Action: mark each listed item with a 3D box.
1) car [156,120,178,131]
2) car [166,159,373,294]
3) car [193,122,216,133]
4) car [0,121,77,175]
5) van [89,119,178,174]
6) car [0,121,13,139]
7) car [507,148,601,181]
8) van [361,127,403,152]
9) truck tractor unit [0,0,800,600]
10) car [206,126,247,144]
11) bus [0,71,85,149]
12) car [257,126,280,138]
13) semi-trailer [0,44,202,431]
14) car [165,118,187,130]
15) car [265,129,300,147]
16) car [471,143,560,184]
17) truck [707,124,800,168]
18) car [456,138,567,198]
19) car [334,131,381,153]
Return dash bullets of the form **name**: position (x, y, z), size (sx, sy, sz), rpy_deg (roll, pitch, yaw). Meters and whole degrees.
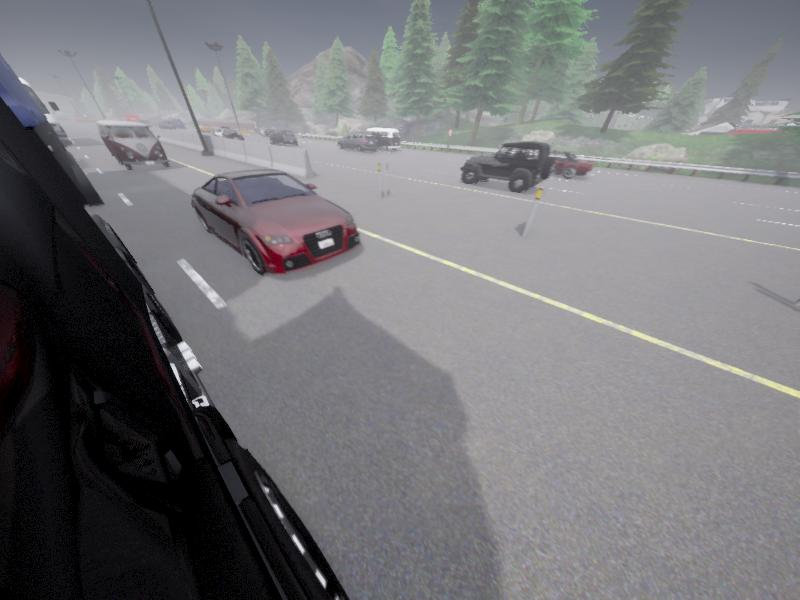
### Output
- **car**: position (-52.110, -39.011, 51.658), size (4.611, 1.667, 2.242), rpy_deg (28, 44, 30)
- **car**: position (-2.803, -1.945, 4.946), size (4.181, 1.385, 1.994), rpy_deg (28, 44, 30)
- **car**: position (-40.380, -35.560, 47.691), size (5.366, 1.575, 1.801), rpy_deg (28, 44, 30)
- **car**: position (-17.741, -7.296, 10.923), size (4.553, 1.767, 2.097), rpy_deg (28, 44, 30)
- **van**: position (-13.780, -8.015, 11.941), size (4.442, 1.987, 1.775), rpy_deg (28, 44, 30)
- **car**: position (-40.339, -16.626, 22.260), size (4.611, 1.667, 2.242), rpy_deg (30, 45, 32)
- **car**: position (9.817, -8.903, 15.030), size (4.718, 1.301, 1.895), rpy_deg (28, 44, 30)
- **van**: position (-2.047, -18.231, 26.237), size (4.480, 2.038, 2.069), rpy_deg (28, 44, 30)
- **truck tractor unit**: position (-2.645, -0.295, 0.352), size (6.516, 4.208, 3.053), rpy_deg (28, 44, 30)
- **car**: position (-20.802, -19.752, 27.654), size (4.974, 1.542, 2.038), rpy_deg (28, 44, 30)
- **bus**: position (-30.678, -15.250, 18.797), size (10.273, 4.253, 3.944), rpy_deg (28, 44, 30)
- **car**: position (-23.390, -29.822, 40.989), size (2.038, 1.542, 4.974), rpy_deg (-25, 44, -31)
- **semi-trailer**: position (-8.702, -3.581, 4.253), size (14.254, 4.402, 2.717), rpy_deg (28, 44, 30)
- **car**: position (-55.920, -43.938, 57.657), size (5.566, 2.045, 2.150), rpy_deg (28, 44, 30)
- **car**: position (-13.468, -18.604, 26.522), size (3.633, 1.501, 1.845), rpy_deg (28, 44, 30)
- **car**: position (6.549, -8.029, 13.417), size (3.988, 1.617, 1.851), rpy_deg (28, 44, 30)
- **truck**: position (44.042, -18.194, 27.265), size (8.468, 3.827, 2.891), rpy_deg (30, 45, 32)
- **car**: position (4.952, -6.254, 10.713), size (3.866, 1.878, 1.905), rpy_deg (28, 44, 30)
- **car**: position (-4.507, -16.647, 24.288), size (4.611, 1.667, 2.242), rpy_deg (28, 44, 30)
